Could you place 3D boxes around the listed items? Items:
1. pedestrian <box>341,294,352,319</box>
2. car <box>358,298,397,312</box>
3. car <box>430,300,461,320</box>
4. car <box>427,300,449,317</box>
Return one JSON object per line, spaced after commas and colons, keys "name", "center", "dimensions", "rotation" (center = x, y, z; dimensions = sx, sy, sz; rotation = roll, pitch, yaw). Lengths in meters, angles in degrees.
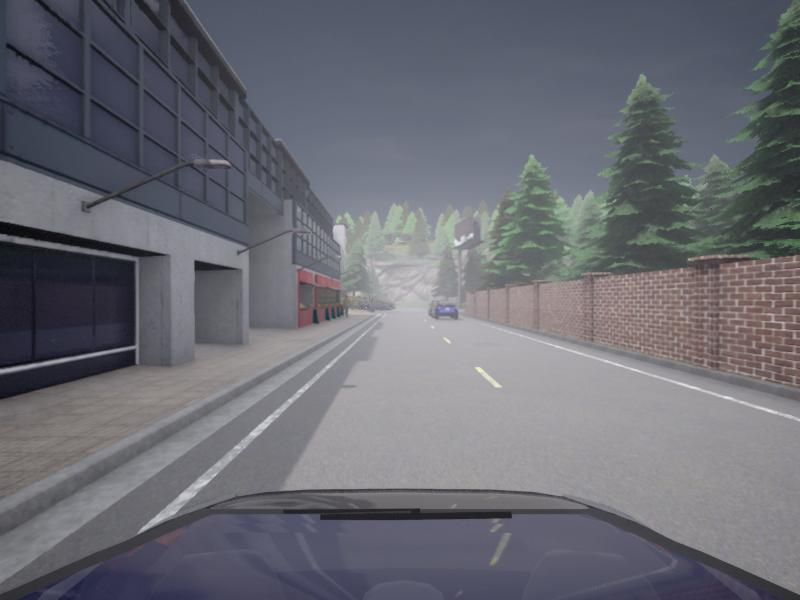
{"name": "pedestrian", "center": [-3.992, 0.457, 30.045], "dimensions": [0.751, 1.860, 0.751], "rotation": [0, 0, -2]}
{"name": "car", "center": [-2.965, 0.660, 52.230], "dimensions": [4.611, 1.667, 2.242], "rotation": [1, 0, -17]}
{"name": "car", "center": [3.669, 0.798, 32.855], "dimensions": [2.007, 1.525, 4.514], "rotation": [0, 0, 0]}
{"name": "car", "center": [3.701, 0.779, 39.273], "dimensions": [1.789, 1.549, 3.705], "rotation": [0, 0, 0]}
